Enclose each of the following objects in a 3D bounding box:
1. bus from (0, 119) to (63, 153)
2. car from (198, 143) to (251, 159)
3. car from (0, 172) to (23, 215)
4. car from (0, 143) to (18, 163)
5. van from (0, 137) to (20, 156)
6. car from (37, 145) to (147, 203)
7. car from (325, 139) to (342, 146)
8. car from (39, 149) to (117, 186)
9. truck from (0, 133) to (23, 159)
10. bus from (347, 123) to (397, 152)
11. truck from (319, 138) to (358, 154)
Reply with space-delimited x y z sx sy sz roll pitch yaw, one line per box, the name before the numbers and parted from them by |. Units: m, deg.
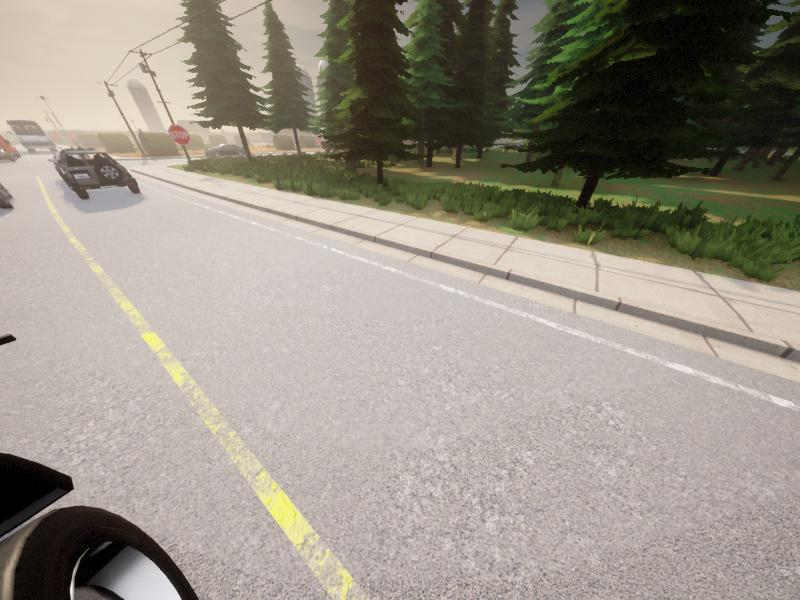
bus | -62.165 -27.563 38.900 10.273 4.253 3.944 23 41 29
car | -22.851 -19.552 30.248 2.128 1.511 4.902 21 40 27
car | -16.043 -4.086 8.279 4.902 1.511 2.128 23 41 29
car | -40.923 -14.859 23.317 3.988 1.617 1.851 23 41 29
van | -54.774 -21.029 31.608 4.480 2.038 2.069 23 41 29
car | -14.102 -5.926 10.585 4.605 1.855 1.932 23 41 29
car | -20.737 -49.167 72.020 4.553 1.767 2.097 21 40 26
car | -19.327 -8.061 13.886 4.514 1.525 2.007 25 42 31
truck | -48.338 -18.421 27.572 5.204 2.467 2.627 23 41 29
bus | -5.178 -32.263 46.038 3.944 4.253 10.273 21 40 27
truck | -10.479 -26.739 40.027 2.390 2.098 6.274 21 40 27
